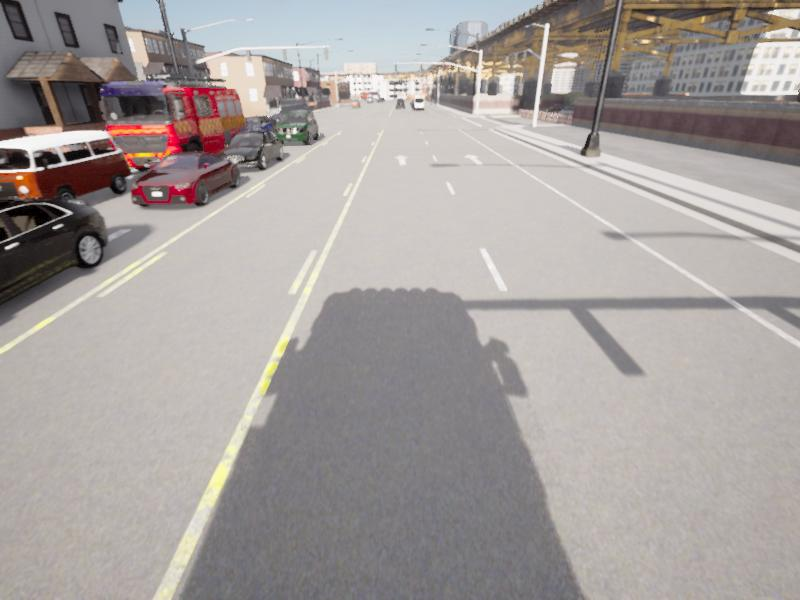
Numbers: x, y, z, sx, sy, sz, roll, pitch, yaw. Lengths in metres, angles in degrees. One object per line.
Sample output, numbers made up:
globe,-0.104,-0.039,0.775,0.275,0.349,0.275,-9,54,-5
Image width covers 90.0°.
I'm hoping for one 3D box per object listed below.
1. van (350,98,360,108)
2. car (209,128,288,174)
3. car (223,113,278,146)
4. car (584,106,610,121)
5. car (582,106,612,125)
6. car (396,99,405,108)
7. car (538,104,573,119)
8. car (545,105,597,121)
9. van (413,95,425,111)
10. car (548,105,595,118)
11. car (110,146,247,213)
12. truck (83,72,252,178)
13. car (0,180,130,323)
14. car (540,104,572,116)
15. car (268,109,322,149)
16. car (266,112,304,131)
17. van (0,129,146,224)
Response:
van,-10.377,-45.815,93.193,1.775,1.987,4.442,-1,27,0
car,-6.966,-7.208,19.061,1.837,1.490,4.892,0,27,1
car,-10.456,-12.200,28.465,2.097,1.767,4.553,-1,27,0
car,20.316,-19.223,41.135,1.853,1.218,4.536,14,31,25
car,20.294,-19.062,41.167,2.038,1.542,4.974,14,31,25
car,0.124,-45.960,93.585,1.930,1.638,5.238,-1,27,0
car,19.504,-23.640,50.030,2.038,1.542,4.974,23,36,38
car,19.510,-21.521,45.938,2.038,1.542,4.974,-19,33,-31
van,3.602,-37.892,76.907,1.988,2.561,5.915,-1,27,0
car,19.539,-21.642,45.828,1.853,1.218,4.536,-19,33,-31
car,-6.952,-4.116,13.222,1.994,1.385,4.181,0,27,2
truck,-10.482,-8.806,19.701,2.891,3.827,8.468,-1,27,0
car,-6.982,-0.688,6.465,1.837,1.490,4.892,-1,27,0
car,19.537,-23.797,49.991,1.853,1.218,4.536,23,36,38
car,-6.961,-11.755,27.245,2.150,2.045,5.566,-1,27,0
car,-11.396,-17.625,39.427,2.033,1.411,5.357,-16,31,-27
van,-10.475,-4.004,12.364,2.069,2.038,4.480,-1,27,0
